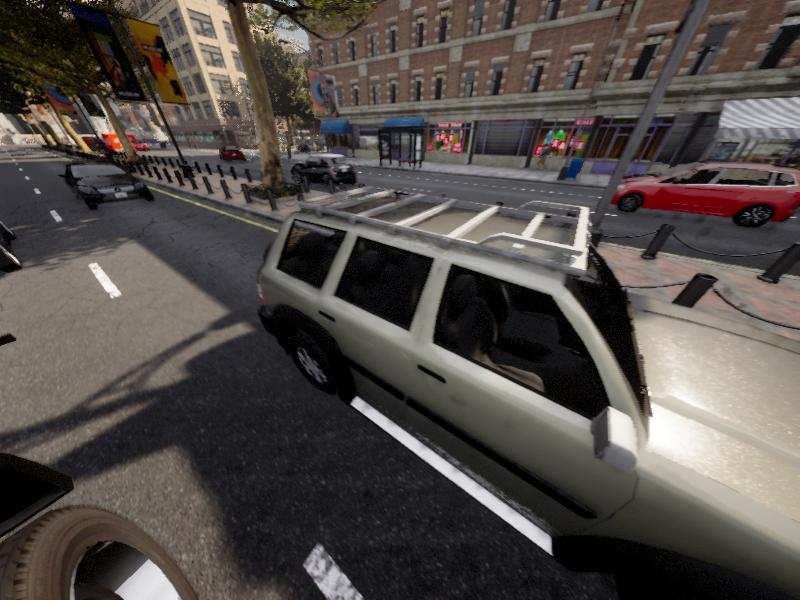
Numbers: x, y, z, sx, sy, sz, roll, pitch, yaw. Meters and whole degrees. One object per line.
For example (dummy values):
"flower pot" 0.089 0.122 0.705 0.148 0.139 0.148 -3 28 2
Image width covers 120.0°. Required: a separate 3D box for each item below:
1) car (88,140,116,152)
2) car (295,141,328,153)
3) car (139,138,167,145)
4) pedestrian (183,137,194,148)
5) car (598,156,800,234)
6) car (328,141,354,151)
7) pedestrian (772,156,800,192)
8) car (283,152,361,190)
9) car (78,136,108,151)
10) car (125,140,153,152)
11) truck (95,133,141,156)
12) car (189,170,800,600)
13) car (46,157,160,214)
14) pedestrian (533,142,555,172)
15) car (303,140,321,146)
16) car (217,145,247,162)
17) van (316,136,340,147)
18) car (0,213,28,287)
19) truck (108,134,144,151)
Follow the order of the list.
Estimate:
"car" -50.923 -26.391 39.452 3.988 1.617 1.851 22 41 28
"car" -15.491 -26.988 40.701 2.038 1.542 4.974 21 40 26
"car" -69.927 -44.967 65.573 2.033 1.649 4.856 22 41 28
"pedestrian" -44.950 -33.539 49.117 0.751 1.860 0.751 19 39 25
"car" 10.211 -3.925 8.124 4.611 1.667 2.242 22 41 28
"car" -11.556 -30.387 45.551 1.882 1.535 5.008 21 40 27
"pedestrian" 19.597 -6.298 11.108 0.751 1.860 0.751 16 38 20
"car" -4.362 -7.350 13.010 3.806 1.475 1.970 22 41 27
"car" -56.480 -28.822 42.464 5.566 2.045 2.150 24 41 29
"car" -44.374 -26.195 39.237 3.988 1.617 1.851 22 41 28
"truck" -40.941 -22.656 33.532 5.204 2.467 2.627 23 41 27
"car" 0.732 0.212 1.985 4.605 1.855 1.932 23 41 27
"car" -12.072 -4.817 9.375 4.674 1.442 1.812 22 41 28
"pedestrian" 10.863 -10.811 17.424 0.751 1.860 0.751 23 41 28
"car" -25.228 -45.040 66.220 4.902 1.511 2.128 22 41 28
"car" -18.873 -16.469 25.895 1.994 1.385 4.181 -24 42 -30
"van" -19.482 -43.077 62.696 6.366 2.431 2.351 22 41 28
"car" -9.529 -1.353 4.446 4.892 1.490 1.837 22 41 28
"truck" -49.924 -28.795 42.120 5.204 2.467 2.627 22 41 28
